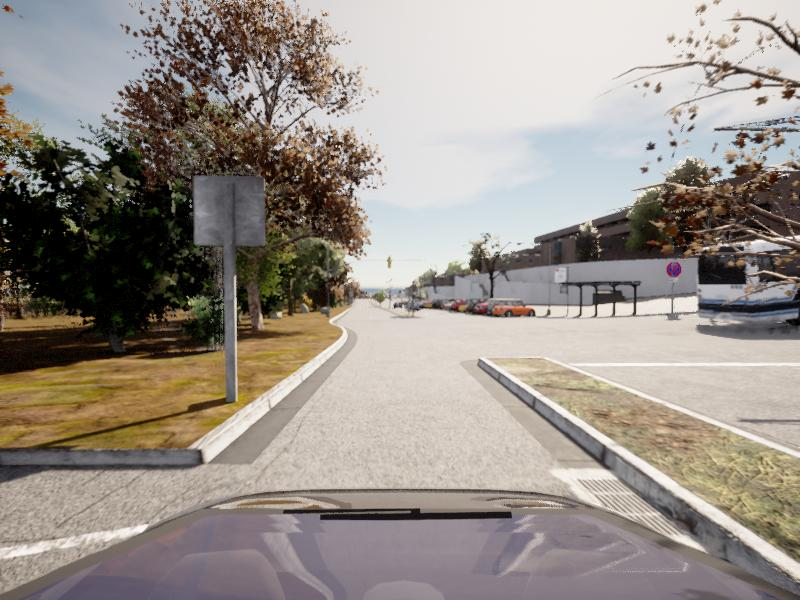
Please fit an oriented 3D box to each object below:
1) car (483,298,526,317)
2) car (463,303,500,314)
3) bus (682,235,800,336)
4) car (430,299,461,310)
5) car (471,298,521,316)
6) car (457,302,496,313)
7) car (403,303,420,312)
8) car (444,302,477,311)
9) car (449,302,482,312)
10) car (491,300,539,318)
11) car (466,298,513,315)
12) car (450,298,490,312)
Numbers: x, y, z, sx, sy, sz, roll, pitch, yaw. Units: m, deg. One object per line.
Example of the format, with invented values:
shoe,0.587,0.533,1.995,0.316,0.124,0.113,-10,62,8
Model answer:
car,11.881,0.845,45.454,4.442,1.987,1.878,1,0,-25
car,11.163,1.107,54.496,4.674,1.452,2.002,1,0,-25
bus,20.580,-1.132,19.848,10.273,4.253,3.944,-6,2,-3
car,8.880,0.835,78.415,5.566,2.045,2.435,1,-1,-26
car,11.699,0.819,48.487,5.566,2.045,2.435,1,0,-25
car,11.052,1.064,57.567,5.366,1.575,1.946,1,0,-26
car,1.918,1.152,67.339,2.033,1.411,5.357,0,0,-7
car,10.025,1.065,66.447,4.892,1.521,2.231,1,0,-26
car,10.332,1.093,63.478,4.792,1.488,2.163,1,0,-26
car,12.196,0.948,42.493,4.553,1.767,2.185,1,0,-25
car,11.475,0.817,51.516,5.566,2.045,2.435,1,0,-25
car,10.625,0.813,60.489,5.566,2.045,2.435,1,0,-26
